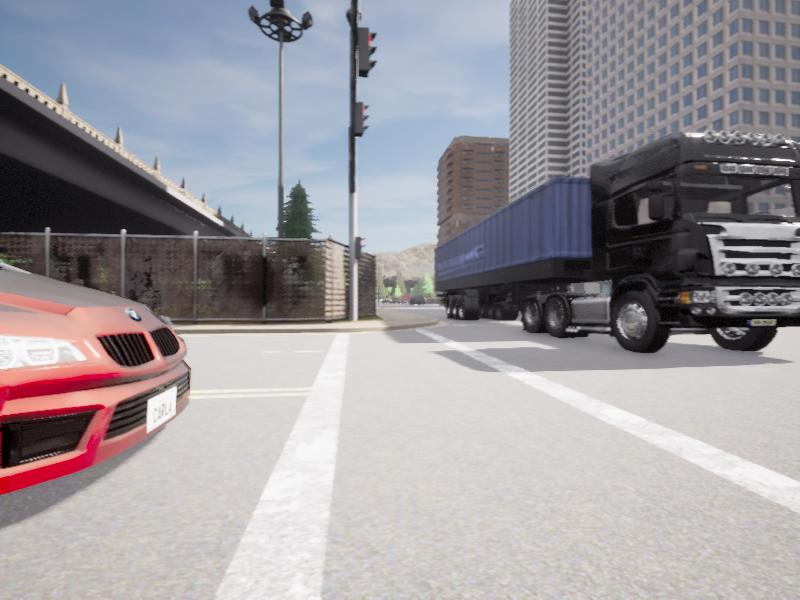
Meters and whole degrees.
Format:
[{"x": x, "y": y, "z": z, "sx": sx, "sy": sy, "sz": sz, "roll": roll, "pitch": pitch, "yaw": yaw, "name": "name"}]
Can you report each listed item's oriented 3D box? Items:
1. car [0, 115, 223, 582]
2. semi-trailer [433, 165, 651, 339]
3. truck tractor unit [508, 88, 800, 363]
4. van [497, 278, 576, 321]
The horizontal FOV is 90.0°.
[{"x": -3.766, "y": 0.157, "z": 2.245, "sx": 4.611, "sy": 1.667, "sz": 2.242, "roll": 0, "pitch": 0, "yaw": -8, "name": "car"}, {"x": 4.306, "y": -1.227, "z": 17.386, "sx": 2.717, "sy": 4.402, "sz": 14.254, "roll": 0, "pitch": 0, "yaw": -8, "name": "semi-trailer"}, {"x": 5.347, "y": -1.121, "z": 9.545, "sx": 3.053, "sy": 4.208, "sz": 6.516, "roll": 0, "pitch": 0, "yaw": -8, "name": "truck tractor unit"}, {"x": 7.046, "y": -0.031, "z": 21.243, "sx": 2.069, "sy": 2.038, "sz": 4.480, "roll": 0, "pitch": 0, "yaw": -10, "name": "van"}]
